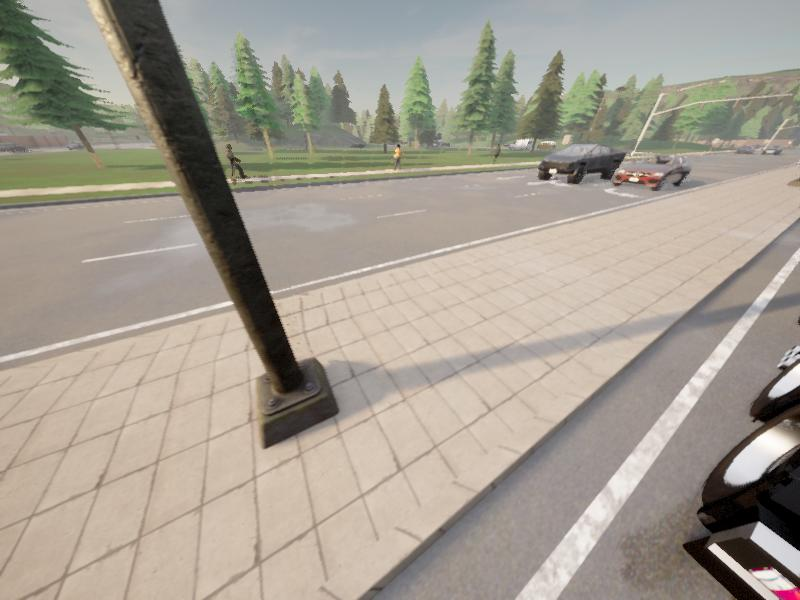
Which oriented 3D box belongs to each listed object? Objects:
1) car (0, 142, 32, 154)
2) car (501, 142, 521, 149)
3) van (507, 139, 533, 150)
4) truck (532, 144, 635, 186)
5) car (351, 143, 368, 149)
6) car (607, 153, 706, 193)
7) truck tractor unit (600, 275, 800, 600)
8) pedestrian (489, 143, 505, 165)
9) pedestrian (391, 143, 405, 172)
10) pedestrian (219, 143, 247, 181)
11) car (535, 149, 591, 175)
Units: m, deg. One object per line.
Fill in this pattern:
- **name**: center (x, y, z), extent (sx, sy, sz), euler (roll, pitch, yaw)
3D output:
- **car**: center (-67.040, -26.202, 39.754), extent (1.837, 1.490, 4.892), euler (-18, 39, -24)
- **car**: center (34.603, -48.148, 72.038), extent (1.930, 1.638, 5.238), euler (-18, 39, -24)
- **van**: center (32.617, -42.386, 62.918), extent (1.988, 2.561, 5.915), euler (-18, 39, -24)
- **truck**: center (12.217, -9.176, 15.453), extent (6.274, 2.098, 2.390), euler (-18, 39, -24)
- **car**: center (-12.158, -46.025, 68.879), extent (1.895, 1.301, 4.718), euler (28, 43, 34)
- **car**: center (15.136, -7.621, 13.660), extent (5.027, 1.651, 2.152), euler (-18, 39, -24)
- **truck tractor unit**: center (5.126, -0.286, 0.753), extent (6.516, 4.208, 3.053), euler (-18, 39, -23)
- **pedestrian**: center (9.716, -14.647, 23.192), extent (0.751, 1.860, 0.751), euler (-21, 40, -28)
- **pedestrian**: center (-0.167, -11.227, 18.192), extent (0.751, 1.860, 0.751), euler (-17, 39, -24)
- **pedestrian**: center (-9.882, -8.166, 13.711), extent (0.751, 1.860, 0.751), euler (-18, 39, -24)
- **car**: center (13.872, -11.818, 19.693), extent (3.988, 1.617, 1.851), euler (-18, 39, -24)
